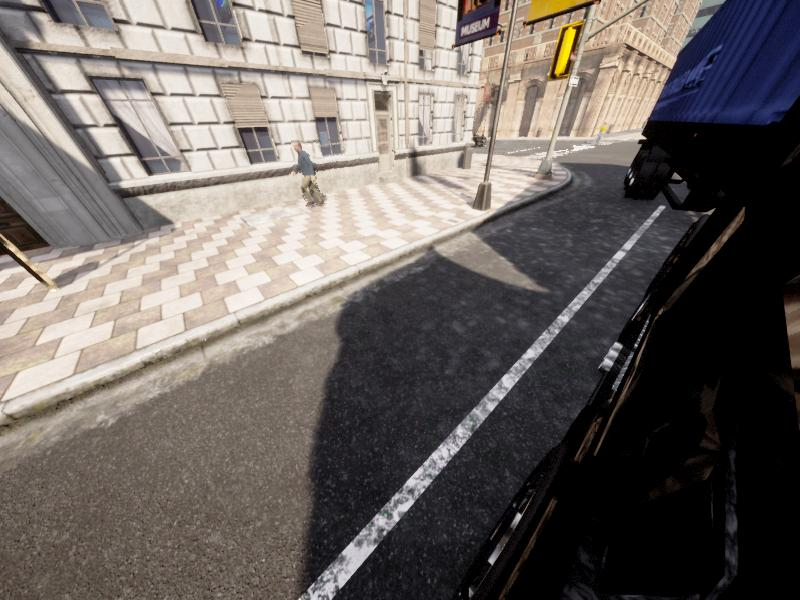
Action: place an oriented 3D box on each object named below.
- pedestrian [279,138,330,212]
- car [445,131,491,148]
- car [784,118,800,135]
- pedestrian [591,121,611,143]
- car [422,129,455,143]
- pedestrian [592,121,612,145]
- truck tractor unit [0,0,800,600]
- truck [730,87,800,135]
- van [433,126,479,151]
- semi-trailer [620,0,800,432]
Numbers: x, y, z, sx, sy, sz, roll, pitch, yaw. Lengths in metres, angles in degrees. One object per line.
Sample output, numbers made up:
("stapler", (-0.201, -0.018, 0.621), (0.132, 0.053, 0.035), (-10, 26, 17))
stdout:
("pedestrian", (-2.844, -3.779, 7.022), (0.751, 1.860, 0.751), (-28, 43, -29))
("car", (7.866, -18.935, 27.196), (1.837, 1.490, 4.892), (-29, 44, -30))
("car", (43.618, -18.669, 24.756), (4.718, 1.301, 1.895), (-29, 44, -30))
("pedestrian", (20.969, -17.535, 24.155), (0.751, 1.860, 0.751), (-26, 43, -28))
("car", (6.149, -26.562, 37.371), (1.930, 1.638, 5.238), (-28, 44, -30))
("pedestrian", (19.663, -16.240, 22.507), (0.751, 1.860, 0.751), (-32, 46, -33))
("truck tractor unit", (2.645, -0.295, 0.351), (6.516, 4.208, 3.053), (-28, 44, -30))
("truck", (41.742, -21.451, 26.480), (8.468, 3.827, 2.891), (-29, 44, -30))
("van", (5.823, -17.274, 24.695), (1.775, 1.987, 4.442), (-29, 44, -30))
("semi-trailer", (7.689, -4.148, 5.012), (2.717, 4.402, 14.254), (23, 44, 30))
